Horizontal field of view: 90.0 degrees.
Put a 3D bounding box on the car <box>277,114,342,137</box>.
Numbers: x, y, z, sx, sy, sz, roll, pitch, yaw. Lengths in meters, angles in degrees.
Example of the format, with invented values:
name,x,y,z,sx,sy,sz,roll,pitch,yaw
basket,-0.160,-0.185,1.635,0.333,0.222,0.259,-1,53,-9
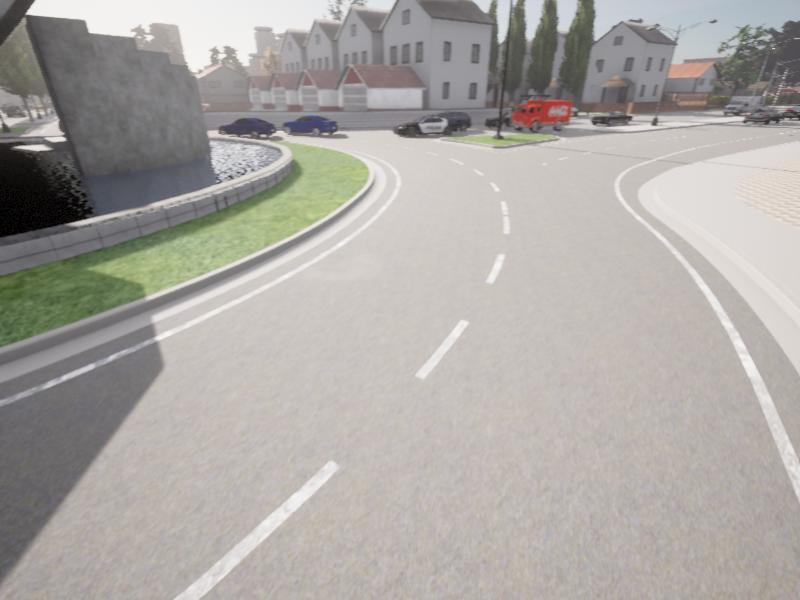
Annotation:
name,x,y,z,sx,sy,sz,roll,pitch,yaw
car,-7.448,-14.414,32.924,5.008,1.535,1.882,14,30,25

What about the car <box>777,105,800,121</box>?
name,x,y,z,sx,sy,sz,roll,pitch,yaw
car,47.676,-22.447,47.899,4.974,1.542,2.038,-18,32,-30

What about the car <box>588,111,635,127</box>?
name,x,y,z,sx,sy,sz,roll,pitch,yaw
car,21.532,-18.417,40.665,4.718,1.301,1.895,-18,32,-30

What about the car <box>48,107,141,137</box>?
name,x,y,z,sx,sy,sz,roll,pitch,yaw
car,-25.802,-15.235,34.131,5.566,2.045,2.150,-9,29,-16

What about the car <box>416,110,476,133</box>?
name,x,y,z,sx,sy,sz,roll,pitch,yaw
car,4.049,-15.821,35.442,4.856,1.649,2.033,-10,29,-19

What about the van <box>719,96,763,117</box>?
name,x,y,z,sx,sy,sz,roll,pitch,yaw
van,48.529,-27.549,56.858,6.366,2.431,2.351,-18,32,-30

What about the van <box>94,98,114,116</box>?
name,x,y,z,sx,sy,sz,roll,pitch,yaw
van,-49.506,-32.293,66.896,1.988,2.561,5.915,-17,32,-29

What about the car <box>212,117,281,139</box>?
name,x,y,z,sx,sy,sz,roll,pitch,yaw
car,-11.943,-13.469,31.239,4.674,1.442,1.812,8,28,16

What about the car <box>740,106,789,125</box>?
name,x,y,z,sx,sy,sz,roll,pitch,yaw
car,38.510,-19.554,42.294,4.611,1.667,2.242,-18,32,-30

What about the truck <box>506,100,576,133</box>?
name,x,y,z,sx,sy,sz,roll,pitch,yaw
truck,12.350,-16.227,35.244,5.204,2.467,2.627,-14,30,-26

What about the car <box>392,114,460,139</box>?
name,x,y,z,sx,sy,sz,roll,pitch,yaw
car,2.029,-13.790,31.626,4.974,1.542,2.038,-9,29,-16

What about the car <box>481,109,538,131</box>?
name,x,y,z,sx,sy,sz,roll,pitch,yaw
car,10.406,-17.190,38.019,5.238,1.638,1.930,-15,31,-26
